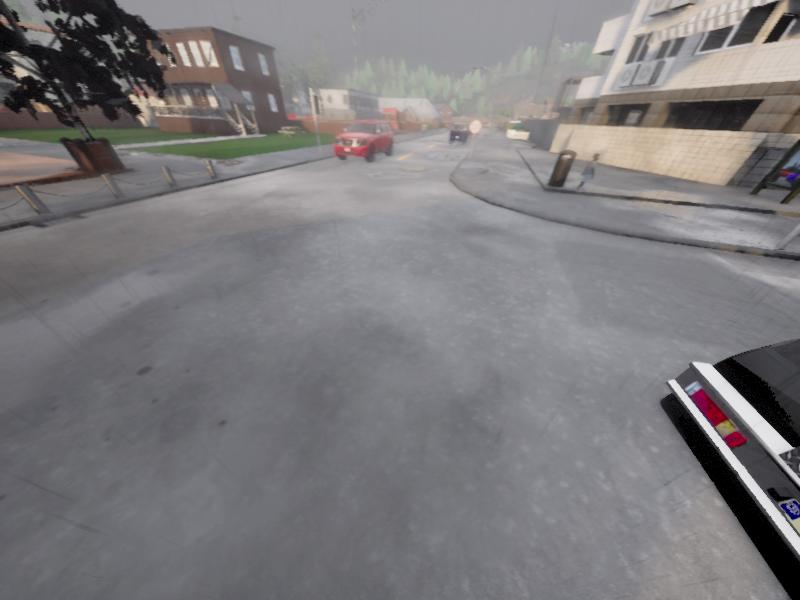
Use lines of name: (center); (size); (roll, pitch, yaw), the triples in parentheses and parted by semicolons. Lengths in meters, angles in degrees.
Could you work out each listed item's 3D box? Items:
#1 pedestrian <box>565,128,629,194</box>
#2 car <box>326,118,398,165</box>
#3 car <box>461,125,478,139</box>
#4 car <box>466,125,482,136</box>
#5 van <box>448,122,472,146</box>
pedestrian: (6.735, -4.808, 8.048); (0.751, 1.860, 0.751); (6, 38, 5)
car: (-2.064, -10.267, 14.780); (2.150, 2.045, 5.566); (13, 39, 13)
car: (10.964, -26.278, 36.101); (1.837, 1.490, 4.892); (13, 40, 13)
car: (13.488, -30.940, 42.130); (2.163, 1.488, 4.792); (13, 40, 13)
van: (6.867, -18.875, 26.142); (1.775, 1.987, 4.442); (13, 40, 13)
